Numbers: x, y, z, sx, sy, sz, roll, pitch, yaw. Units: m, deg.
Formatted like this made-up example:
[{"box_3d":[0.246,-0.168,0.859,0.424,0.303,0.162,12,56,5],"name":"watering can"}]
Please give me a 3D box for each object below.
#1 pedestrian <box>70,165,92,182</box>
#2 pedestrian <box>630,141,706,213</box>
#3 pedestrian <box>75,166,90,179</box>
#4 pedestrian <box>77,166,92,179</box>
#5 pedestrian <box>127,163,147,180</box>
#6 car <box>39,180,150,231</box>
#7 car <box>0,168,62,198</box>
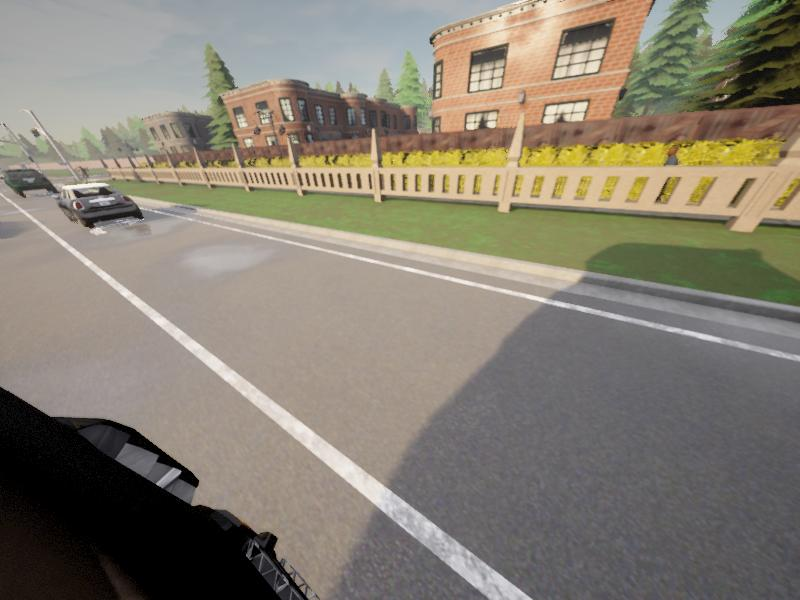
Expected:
[{"box_3d":[-42.364,-16.783,30.709,0.751,1.860,0.751,10,35,18],"name":"pedestrian"},{"box_3d":[8.150,-3.783,7.160,0.751,1.860,0.751,17,38,27],"name":"pedestrian"},{"box_3d":[-56.134,-22.573,40.831,0.751,1.860,0.751,24,42,35],"name":"pedestrian"},{"box_3d":[-54.703,-22.116,40.029,0.751,1.860,0.751,24,41,34],"name":"pedestrian"},{"box_3d":[-34.015,-16.656,29.898,0.751,1.860,0.751,16,38,26],"name":"pedestrian"},{"box_3d":[-13.518,-4.314,10.246,3.806,1.475,1.970,17,38,27],"name":"car"},{"box_3d":[-33.641,-10.674,20.900,5.566,2.045,2.150,16,38,28],"name":"car"}]
